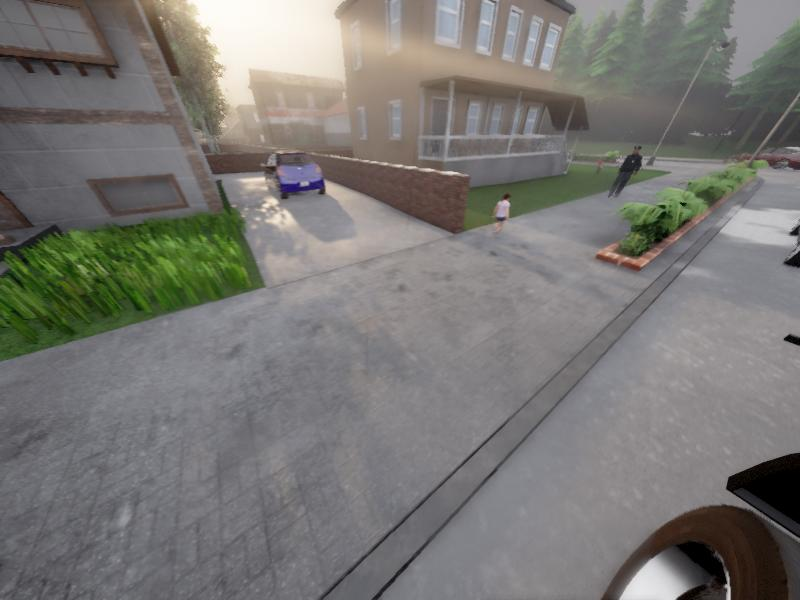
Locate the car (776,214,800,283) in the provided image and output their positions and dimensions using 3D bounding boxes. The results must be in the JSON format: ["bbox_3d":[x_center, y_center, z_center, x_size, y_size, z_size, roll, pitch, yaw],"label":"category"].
[{"bbox_3d":[9.897,-1.505,4.520,5.238,1.638,1.930,-22,40,-28],"label":"car"}]

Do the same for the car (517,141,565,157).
[{"bbox_3d":[19.420,-20.976,32.035,2.152,1.651,5.027,-22,41,-28],"label":"car"}]

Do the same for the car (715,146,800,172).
[{"bbox_3d":[29.677,-11.419,18.525,2.163,1.488,4.792,-4,35,-5],"label":"car"}]

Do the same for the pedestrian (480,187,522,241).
[{"bbox_3d":[2.452,-2.102,5.682,0.500,1.100,0.500,-23,41,-28],"label":"pedestrian"}]

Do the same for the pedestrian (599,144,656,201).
[{"bbox_3d":[8.868,-5.010,9.084,0.751,1.860,0.751,-22,40,-27],"label":"pedestrian"}]

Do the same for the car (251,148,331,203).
[{"bbox_3d":[-4.506,-5.240,9.437,1.845,1.501,3.633,-22,41,-28],"label":"car"}]
